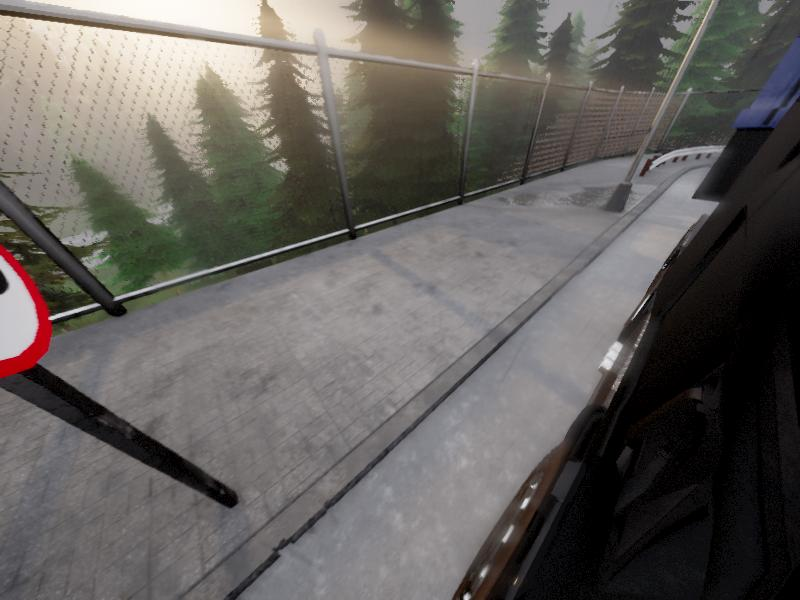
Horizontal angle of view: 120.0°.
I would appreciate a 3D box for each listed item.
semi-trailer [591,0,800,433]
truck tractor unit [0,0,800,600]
[{"bbox_3d":[9.166,-3.232,3.712,14.254,4.402,2.717,-22,41,-24],"label":"semi-trailer"},{"bbox_3d":[2.645,-0.295,0.351,6.516,4.208,3.053,-28,44,-30],"label":"truck tractor unit"}]
